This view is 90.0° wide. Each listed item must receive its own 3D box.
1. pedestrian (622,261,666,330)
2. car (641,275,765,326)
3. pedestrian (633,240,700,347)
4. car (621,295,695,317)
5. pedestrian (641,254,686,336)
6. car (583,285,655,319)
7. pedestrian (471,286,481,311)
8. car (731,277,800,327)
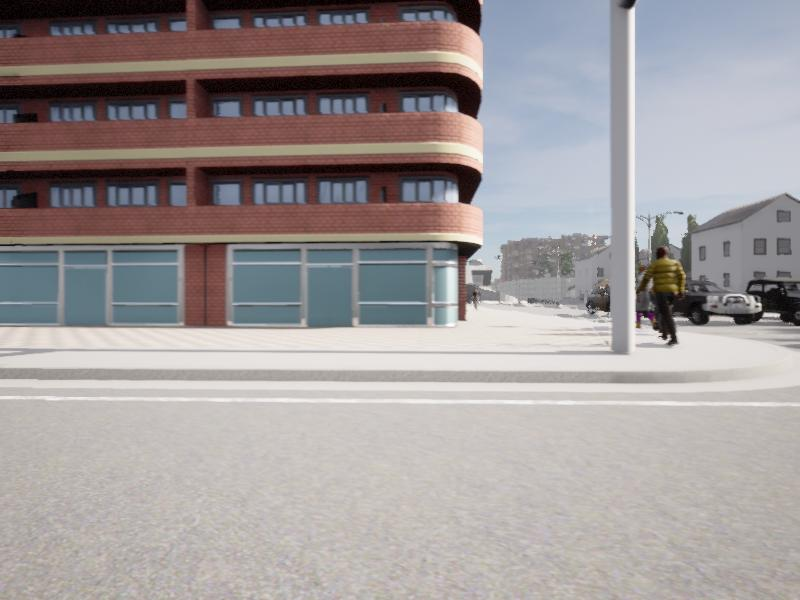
[{"bbox_3d":[6.815,-0.111,11.189,0.751,1.860,0.751,0,0,-6],"label":"pedestrian"},{"bbox_3d":[12.462,0.061,16.935,1.932,1.855,4.605,0,-1,3],"label":"car"},{"bbox_3d":[4.891,-0.112,7.396,0.751,1.860,0.751,0,0,4],"label":"pedestrian"},{"bbox_3d":[16.407,0.350,25.785,1.895,1.301,4.718,0,0,3],"label":"car"},{"bbox_3d":[6.314,-0.112,9.586,0.751,1.860,0.751,0,0,-43],"label":"pedestrian"},{"bbox_3d":[12.800,0.053,23.803,1.932,1.855,4.605,0,2,3],"label":"car"},{"bbox_3d":[5.646,-0.111,29.823,0.751,1.860,0.751,0,0,9],"label":"pedestrian"},{"bbox_3d":[15.926,0.046,16.209,1.905,1.878,3.866,0,1,3],"label":"car"}]
